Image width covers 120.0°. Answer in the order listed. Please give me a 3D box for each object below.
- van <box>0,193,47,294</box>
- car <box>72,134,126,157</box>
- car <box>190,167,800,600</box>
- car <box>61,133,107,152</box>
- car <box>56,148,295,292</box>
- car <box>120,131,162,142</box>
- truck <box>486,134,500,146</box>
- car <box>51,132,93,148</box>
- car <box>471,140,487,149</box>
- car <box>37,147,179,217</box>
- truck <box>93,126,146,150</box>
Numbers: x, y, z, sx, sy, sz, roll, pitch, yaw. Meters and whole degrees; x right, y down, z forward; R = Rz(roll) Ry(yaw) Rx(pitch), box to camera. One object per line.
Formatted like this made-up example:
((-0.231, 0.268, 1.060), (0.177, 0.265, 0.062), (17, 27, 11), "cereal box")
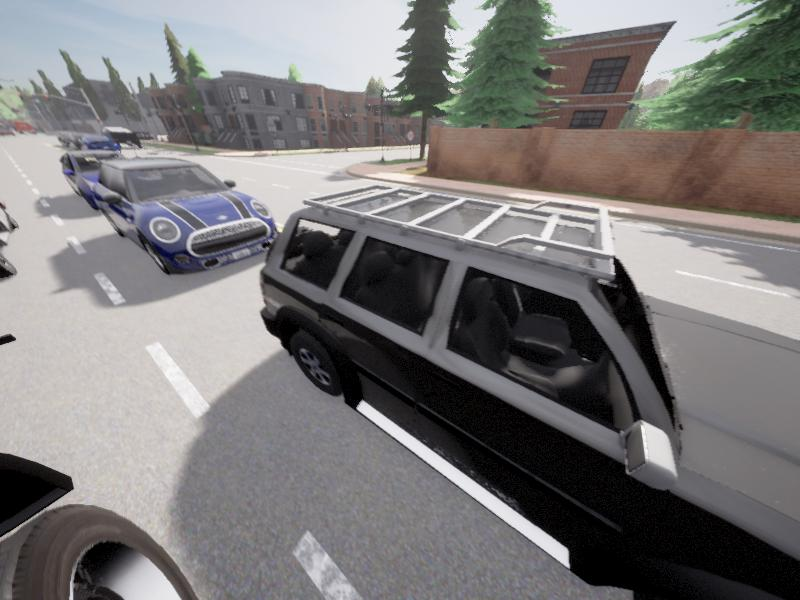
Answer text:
((-9.468, -1.875, 4.006), (6.366, 2.431, 2.351), (23, 41, 27), "van")
((-27.886, -14.381, 21.396), (5.008, 1.535, 1.882), (23, 41, 27), "car")
((0.800, 0.234, 1.934), (4.605, 1.855, 1.932), (23, 41, 27), "car")
((-33.713, -16.851, 24.637), (4.892, 1.490, 1.837), (23, 41, 27), "car")
((-4.854, -2.147, 5.093), (4.553, 1.767, 2.097), (23, 41, 27), "car")
((-47.215, -29.886, 42.213), (2.007, 1.525, 4.514), (23, 41, 27), "car")
((24.590, -42.129, 60.876), (2.627, 2.467, 5.204), (13, 38, 16), "truck")
((-39.970, -19.485, 28.137), (5.357, 1.411, 2.033), (23, 41, 27), "car")
((15.821, -31.058, 46.078), (1.816, 1.474, 4.193), (19, 39, 23), "car")
((-10.375, -4.397, 8.232), (4.514, 1.525, 2.007), (23, 41, 27), "car")
((-34.275, -19.842, 28.238), (6.274, 2.098, 2.390), (23, 41, 27), "truck")
